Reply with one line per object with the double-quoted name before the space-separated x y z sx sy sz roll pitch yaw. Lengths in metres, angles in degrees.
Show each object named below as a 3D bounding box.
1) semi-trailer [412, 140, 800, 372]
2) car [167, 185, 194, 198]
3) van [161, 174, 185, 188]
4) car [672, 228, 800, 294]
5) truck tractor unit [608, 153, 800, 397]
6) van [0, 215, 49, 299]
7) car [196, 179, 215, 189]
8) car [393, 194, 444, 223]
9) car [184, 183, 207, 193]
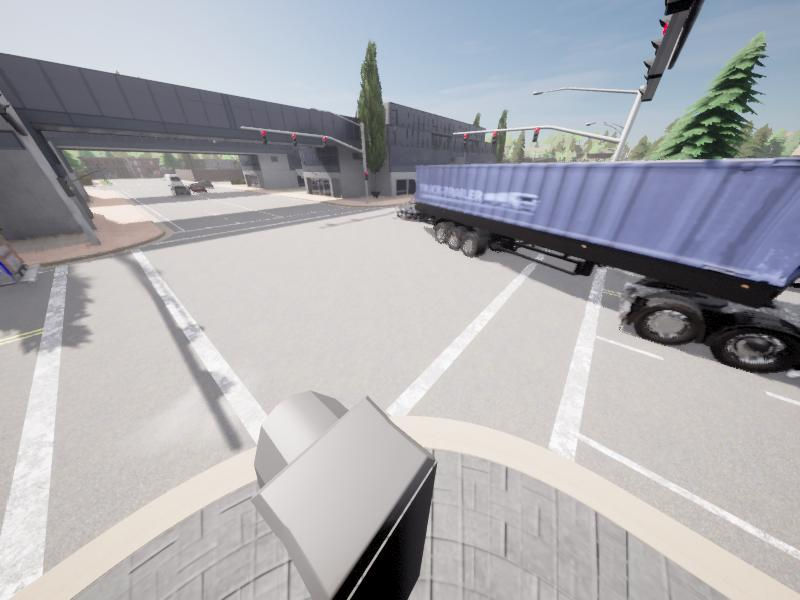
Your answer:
"semi-trailer" 5.144 -3.809 10.166 2.717 4.402 14.254 -14 33 -22
"car" -34.101 -16.918 35.814 4.892 1.490 1.837 23 37 34
"van" -50.642 -26.606 51.550 5.915 2.561 1.988 22 37 33
"car" 14.717 -1.456 8.997 4.974 1.542 2.038 23 37 34
"truck tractor unit" 9.200 -0.386 4.447 6.516 4.208 3.053 24 38 35
"van" -16.312 -0.593 6.604 2.351 2.431 6.366 23 37 34
"car" -41.330 -24.651 49.096 3.988 1.617 1.851 24 38 35
"car" 1.713 -8.340 20.784 2.242 1.667 4.611 22 37 33
"car" -37.354 -20.564 42.255 4.181 1.385 1.994 23 37 34
